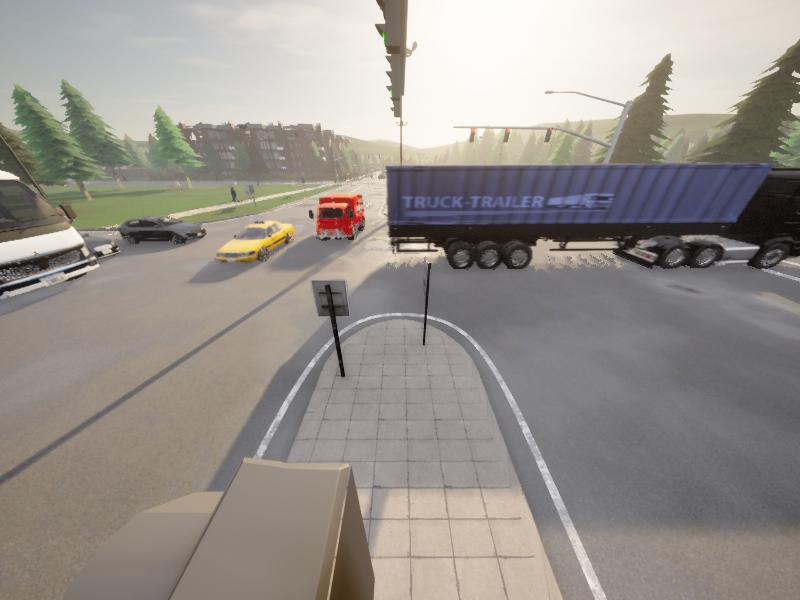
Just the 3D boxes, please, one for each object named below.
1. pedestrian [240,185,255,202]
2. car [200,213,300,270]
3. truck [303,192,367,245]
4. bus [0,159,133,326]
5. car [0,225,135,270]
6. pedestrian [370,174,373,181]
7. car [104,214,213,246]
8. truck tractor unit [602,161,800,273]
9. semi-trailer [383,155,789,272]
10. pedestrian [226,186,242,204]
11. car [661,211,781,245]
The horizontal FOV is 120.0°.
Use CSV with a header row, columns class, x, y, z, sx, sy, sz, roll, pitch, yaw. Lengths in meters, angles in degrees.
class,x,y,z,sx,sy,sz,roll,pitch,yaw
pedestrian,-19.432,-13.612,29.468,0.751,1.860,0.751,2,30,3
car,-7.442,-3.365,12.350,1.801,1.575,5.366,0,30,0
truck,-3.918,-5.576,15.316,2.627,2.467,5.204,0,29,0
bus,-16.932,-2.060,7.422,10.273,4.253,3.944,0,30,0
car,-16.622,-2.565,11.037,4.902,1.511,2.128,0,30,0
pedestrian,-9.471,-40.940,77.106,0.751,1.860,0.751,-4,30,-6
car,-14.449,-4.302,14.083,4.193,1.474,1.816,0,30,0
truck tractor unit,14.452,-3.794,10.449,6.516,4.208,3.053,0,30,0
semi-trailer,6.534,-3.863,10.376,14.254,4.402,2.717,0,30,0
pedestrian,-19.767,-12.469,27.489,0.751,1.860,0.751,3,30,5
car,19.373,-4.419,14.152,3.988,1.617,1.851,0,30,0
